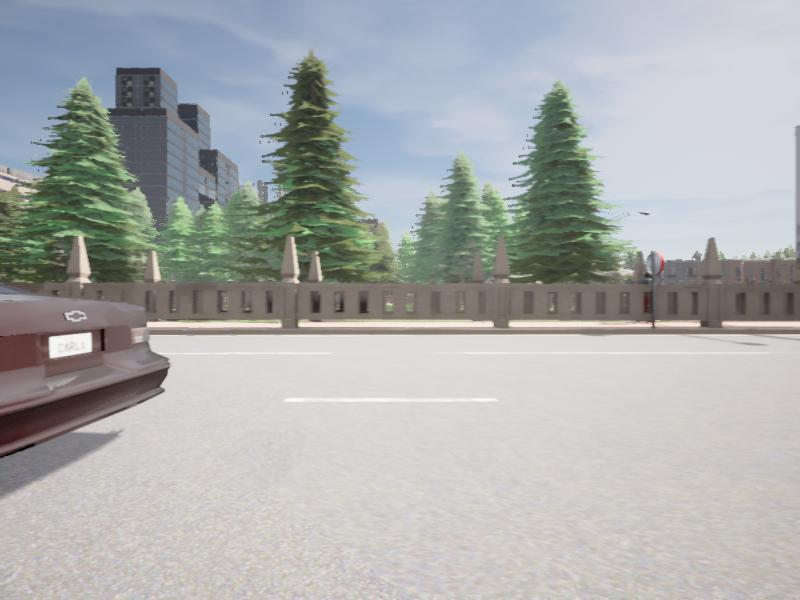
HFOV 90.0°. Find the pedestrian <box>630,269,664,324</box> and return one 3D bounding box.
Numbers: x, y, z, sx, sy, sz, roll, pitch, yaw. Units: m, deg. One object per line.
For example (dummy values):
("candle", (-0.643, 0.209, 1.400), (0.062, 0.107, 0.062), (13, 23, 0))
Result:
("pedestrian", (8.523, -0.127, 13.827), (0.751, 1.860, 0.751), (0, 0, 2))

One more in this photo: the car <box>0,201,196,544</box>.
("car", (-4.324, 0.300, 2.203), (5.357, 1.411, 2.033), (0, 0, 0))
